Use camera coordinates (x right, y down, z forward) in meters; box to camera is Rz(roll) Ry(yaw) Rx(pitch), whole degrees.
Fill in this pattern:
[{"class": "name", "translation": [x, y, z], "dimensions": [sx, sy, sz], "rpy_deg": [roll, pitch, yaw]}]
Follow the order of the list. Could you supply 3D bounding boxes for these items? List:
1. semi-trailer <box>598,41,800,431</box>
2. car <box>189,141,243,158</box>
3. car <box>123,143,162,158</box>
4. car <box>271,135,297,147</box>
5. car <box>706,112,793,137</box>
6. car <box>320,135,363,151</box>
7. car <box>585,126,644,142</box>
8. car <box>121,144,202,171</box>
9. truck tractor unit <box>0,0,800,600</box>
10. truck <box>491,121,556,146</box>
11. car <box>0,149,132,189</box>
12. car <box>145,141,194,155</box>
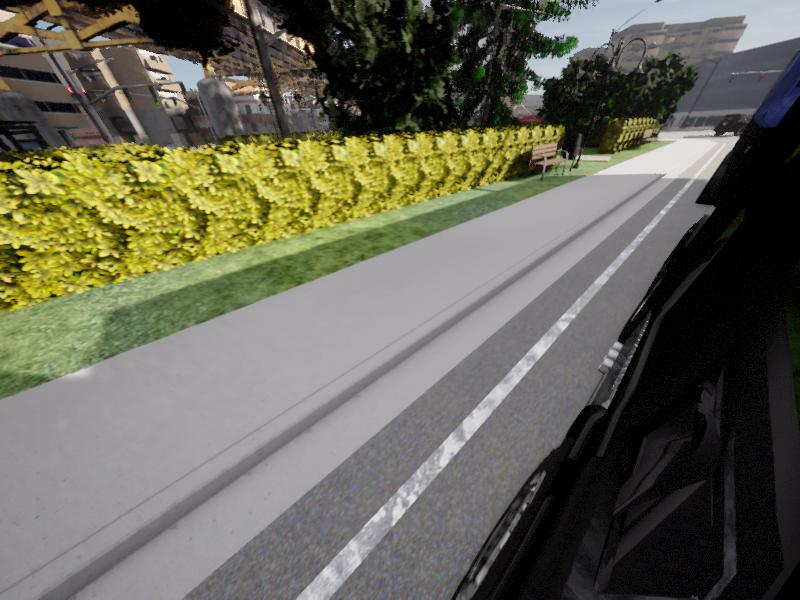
[{"class": "semi-trailer", "translation": [8.685, -3.607, 4.250], "dimensions": [14.254, 4.402, 2.717], "rpy_deg": [-28, 44, -30]}, {"class": "car", "translation": [-23.201, -19.220, 29.444], "dimensions": [2.163, 1.488, 4.792], "rpy_deg": [15, 40, 22]}, {"class": "car", "translation": [-37.023, -21.539, 33.261], "dimensions": [4.974, 1.542, 2.038], "rpy_deg": [18, 41, 25]}, {"class": "car", "translation": [-22.069, -30.382, 44.166], "dimensions": [1.930, 1.638, 5.238], "rpy_deg": [2, 37, 6]}, {"class": "car", "translation": [39.400, -19.891, 26.219], "dimensions": [5.566, 2.045, 2.150], "rpy_deg": [-2, 37, -1]}, {"class": "car", "translation": [-7.633, -20.817, 30.644], "dimensions": [4.902, 1.511, 2.128], "rpy_deg": [3, 37, 8]}, {"class": "car", "translation": [25.088, -19.553, 27.219], "dimensions": [4.718, 1.301, 1.895], "rpy_deg": [3, 37, 7]}, {"class": "car", "translation": [-21.264, -13.031, 21.015], "dimensions": [2.038, 1.542, 4.974], "rpy_deg": [2, 37, 5]}, {"class": "truck tractor unit", "translation": [2.645, -0.295, 0.351], "dimensions": [6.516, 4.208, 3.053], "rpy_deg": [-28, 44, -30]}, {"class": "truck", "translation": [14.710, -20.234, 28.067], "dimensions": [6.274, 2.098, 2.390], "rpy_deg": [2, 37, 6]}, {"class": "car", "translation": [-21.904, -8.820, 15.346], "dimensions": [2.152, 1.651, 5.027], "rpy_deg": [2, 37, 5]}, {"class": "car", "translation": [-36.310, -24.021, 36.537], "dimensions": [4.974, 1.542, 2.038], "rpy_deg": [-10, 38, -11]}]
